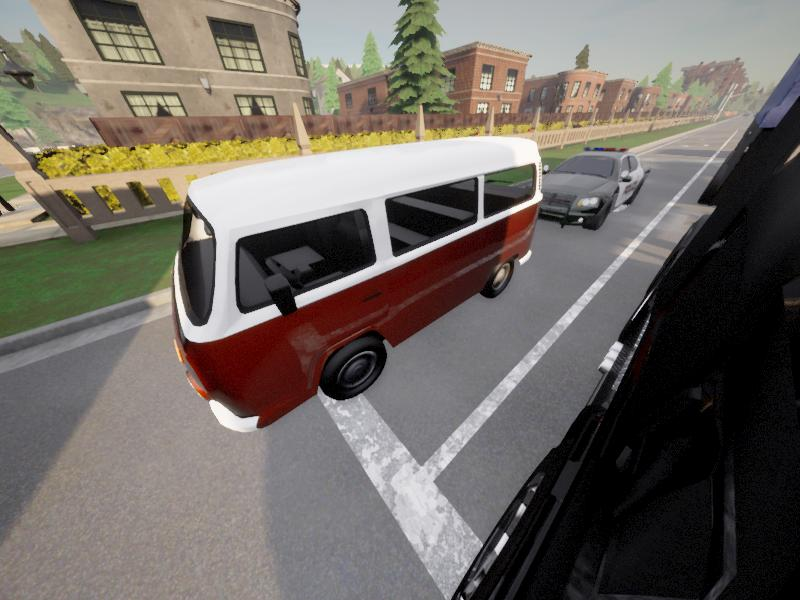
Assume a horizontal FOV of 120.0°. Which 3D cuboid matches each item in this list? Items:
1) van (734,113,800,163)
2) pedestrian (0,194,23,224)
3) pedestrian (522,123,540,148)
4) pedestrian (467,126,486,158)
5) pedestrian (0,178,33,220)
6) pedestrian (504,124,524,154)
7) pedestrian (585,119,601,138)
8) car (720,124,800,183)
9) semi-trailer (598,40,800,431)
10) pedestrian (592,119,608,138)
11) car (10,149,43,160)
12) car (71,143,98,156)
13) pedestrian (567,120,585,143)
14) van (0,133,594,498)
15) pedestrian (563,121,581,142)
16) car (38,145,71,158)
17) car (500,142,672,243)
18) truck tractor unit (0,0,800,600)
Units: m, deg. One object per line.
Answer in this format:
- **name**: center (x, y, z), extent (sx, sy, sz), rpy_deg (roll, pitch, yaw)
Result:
- **van**: center (20.979, -9.144, 12.903), extent (4.442, 1.987, 1.775), rpy_deg (-28, 44, -30)
- **pedestrian**: center (-13.144, -3.293, 7.010), extent (0.751, 1.860, 0.751), rpy_deg (-27, 43, -29)
- **pedestrian**: center (11.982, -15.012, 21.122), extent (0.751, 1.860, 0.751), rpy_deg (-28, 44, -30)
- **pedestrian**: center (5.537, -11.485, 16.806), extent (0.751, 1.860, 0.751), rpy_deg (-27, 43, -29)
- **pedestrian**: center (-13.635, -3.667, 7.540), extent (0.751, 1.860, 0.751), rpy_deg (-26, 43, -28)
- **pedestrian**: center (8.841, -12.499, 17.957), extent (0.751, 1.860, 0.751), rpy_deg (-28, 43, -30)
- **pedestrian**: center (24.241, -21.470, 28.998), extent (0.751, 1.860, 0.751), rpy_deg (-28, 44, -30)
- **car**: center (16.055, -6.366, 9.811), extent (5.027, 1.651, 2.152), rpy_deg (-28, 44, -30)
- **semi-trailer**: center (8.700, -3.603, 4.227), extent (14.254, 4.402, 2.717), rpy_deg (-28, 44, -30)
- **pedestrian**: center (24.632, -21.121, 28.507), extent (0.751, 1.860, 0.751), rpy_deg (-32, 46, -33)
- **car**: center (-68.286, -26.644, 42.268), extent (1.816, 1.474, 4.193), rpy_deg (-27, 43, -29)
- **car**: center (-64.533, -30.837, 47.320), extent (1.905, 1.878, 3.866), rpy_deg (-26, 43, -28)
- **pedestrian**: center (18.283, -17.476, 24.027), extent (0.751, 1.860, 0.751), rpy_deg (-27, 43, -29)
- **van**: center (-0.051, -0.703, 2.877), extent (4.480, 2.038, 2.069), rpy_deg (-28, 44, -30)
- **pedestrian**: center (18.486, -18.123, 24.879), extent (0.751, 1.860, 0.751), rpy_deg (-25, 42, -27)
- **car**: center (-65.824, -28.389, 44.121), extent (1.932, 1.855, 4.605), rpy_deg (-26, 43, -28)
- **car**: center (5.277, -3.333, 6.490), extent (4.974, 1.542, 2.038), rpy_deg (-28, 44, -30)
- **truck tractor unit**: center (2.645, -0.295, 0.351), extent (6.516, 4.208, 3.053), rpy_deg (-28, 44, -30)
